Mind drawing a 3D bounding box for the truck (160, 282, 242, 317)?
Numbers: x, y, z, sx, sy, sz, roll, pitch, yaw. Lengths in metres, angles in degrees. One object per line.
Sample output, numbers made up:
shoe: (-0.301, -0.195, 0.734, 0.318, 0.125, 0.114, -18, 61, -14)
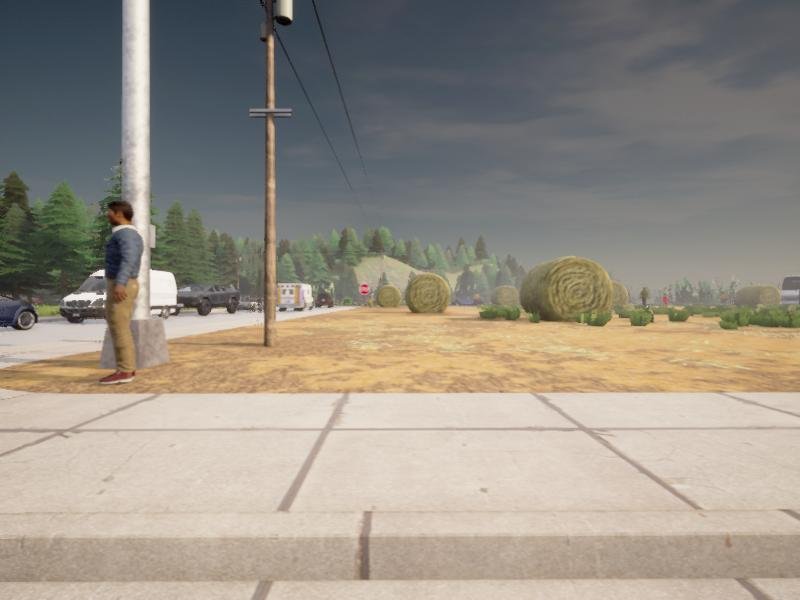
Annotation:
truck: (-13.330, -0.027, 27.439, 2.390, 2.098, 6.274, 0, 0, 1)

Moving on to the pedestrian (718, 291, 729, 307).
pedestrian: (39.027, -0.136, 48.245, 0.751, 1.860, 0.751, 0, 0, -28)

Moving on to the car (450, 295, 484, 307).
car: (9.873, 0.166, 59.153, 4.856, 1.649, 2.033, 0, 0, 3)

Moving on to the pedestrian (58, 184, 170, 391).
pedestrian: (-2.842, -0.110, 4.069, 0.751, 1.860, 0.751, 0, 0, -20)

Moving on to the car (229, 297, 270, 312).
car: (-13.276, 0.375, 35.587, 1.895, 1.301, 4.718, 0, 0, 0)

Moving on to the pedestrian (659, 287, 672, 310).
pedestrian: (22.581, -0.128, 34.043, 0.751, 1.860, 0.751, 0, 0, 45)

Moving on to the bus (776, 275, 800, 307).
bus: (56.994, -1.165, 52.957, 10.273, 4.253, 3.944, 0, 0, 3)

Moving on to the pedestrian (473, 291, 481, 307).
pedestrian: (9.062, -0.119, 47.267, 0.751, 1.860, 0.751, 0, 0, 26)

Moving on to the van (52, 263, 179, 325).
van: (-13.437, -0.246, 19.561, 1.988, 2.561, 5.915, 0, 0, 1)

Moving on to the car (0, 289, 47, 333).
car: (-13.516, 0.339, 12.077, 1.994, 1.385, 4.181, 0, 0, 1)

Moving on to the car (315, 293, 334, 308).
car: (-9.674, 0.074, 51.396, 1.905, 1.878, 3.866, 0, 0, -2)

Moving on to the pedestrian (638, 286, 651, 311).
pedestrian: (18.399, -0.126, 30.118, 0.751, 1.860, 0.751, 0, 0, 42)

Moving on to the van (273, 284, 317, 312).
van: (-9.732, -0.192, 37.649, 2.351, 2.431, 6.366, 0, 0, 1)
